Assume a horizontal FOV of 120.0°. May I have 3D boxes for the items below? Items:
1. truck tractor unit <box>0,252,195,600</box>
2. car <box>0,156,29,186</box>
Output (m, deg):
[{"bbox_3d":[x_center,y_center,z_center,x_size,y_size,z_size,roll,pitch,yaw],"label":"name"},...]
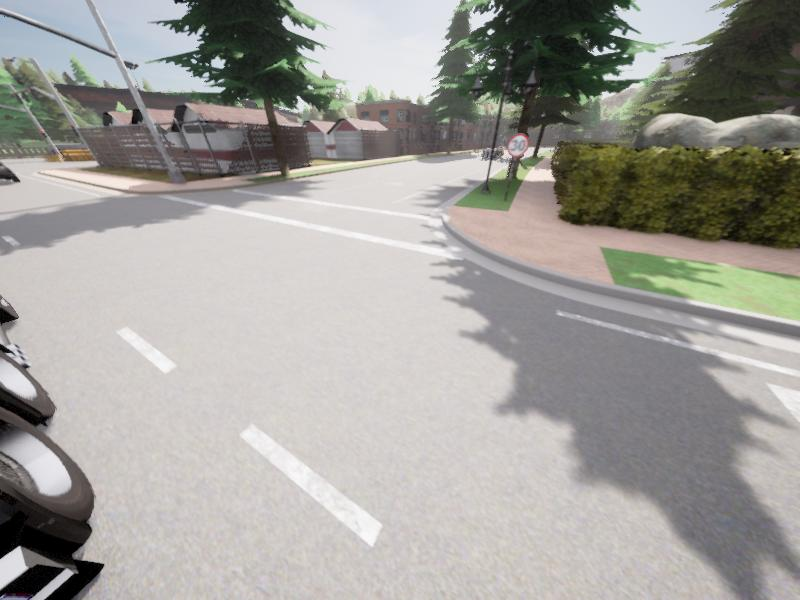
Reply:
[{"bbox_3d":[-5.091,-0.320,0.807,6.516,4.208,3.053,19,39,25],"label":"truck tractor unit"},{"bbox_3d":[-27.339,-8.498,15.131,4.902,1.511,2.128,17,38,23],"label":"car"}]
